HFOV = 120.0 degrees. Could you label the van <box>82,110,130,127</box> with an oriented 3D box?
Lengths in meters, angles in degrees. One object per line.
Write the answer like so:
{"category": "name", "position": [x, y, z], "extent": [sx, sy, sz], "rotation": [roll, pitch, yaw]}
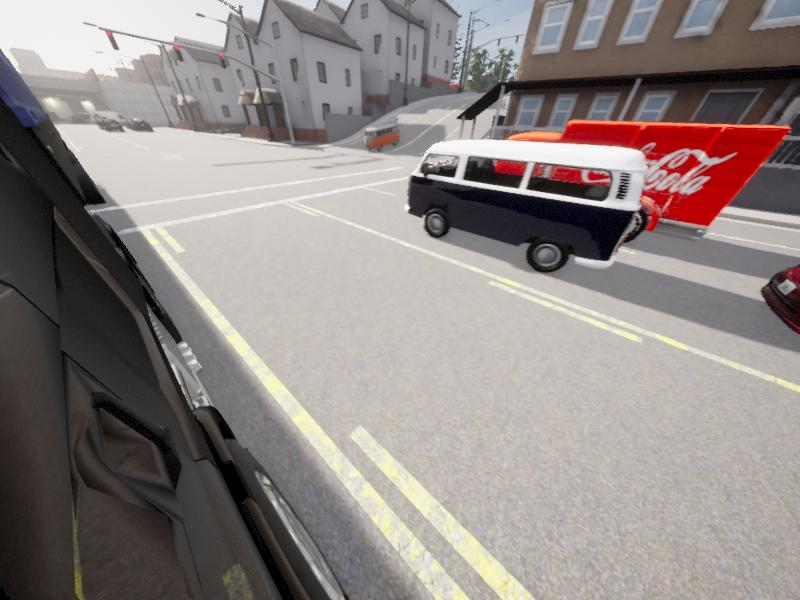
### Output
{"category": "van", "position": [-64.690, -40.021, 51.001], "extent": [5.915, 2.561, 1.988], "rotation": [-4, 37, -11]}

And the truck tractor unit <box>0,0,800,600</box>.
{"category": "truck tractor unit", "position": [-2.645, -0.295, 0.352], "extent": [6.516, 4.208, 3.053], "rotation": [28, 44, 30]}

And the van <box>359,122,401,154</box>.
{"category": "van", "position": [-1.982, -17.151, 24.404], "extent": [1.775, 1.987, 4.442], "rotation": [27, 52, 29]}

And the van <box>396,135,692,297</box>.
{"category": "van", "position": [2.311, -2.241, 5.060], "extent": [4.480, 2.038, 2.069], "rotation": [28, 44, 30]}

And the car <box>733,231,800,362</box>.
{"category": "car", "position": [7.006, 0.437, 2.136], "extent": [3.988, 1.617, 1.851], "rotation": [28, 44, 30]}

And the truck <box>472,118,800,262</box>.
{"category": "truck", "position": [5.296, -3.474, 6.521], "extent": [5.204, 2.467, 2.627], "rotation": [29, 44, 31]}

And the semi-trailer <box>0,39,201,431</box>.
{"category": "semi-trailer", "position": [-8.674, -3.618, 4.257], "extent": [14.254, 4.402, 2.717], "rotation": [28, 44, 30]}

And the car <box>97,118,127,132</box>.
{"category": "car", "position": [-44.072, -26.742, 35.337], "extent": [4.514, 1.525, 2.007], "rotation": [28, 44, 30]}

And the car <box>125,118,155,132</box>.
{"category": "car", "position": [-43.036, -28.991, 38.272], "extent": [4.611, 1.667, 2.242], "rotation": [28, 44, 30]}

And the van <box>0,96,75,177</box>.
{"category": "van", "position": [-17.595, -7.558, 10.538], "extent": [5.915, 2.561, 1.988], "rotation": [28, 44, 30]}
